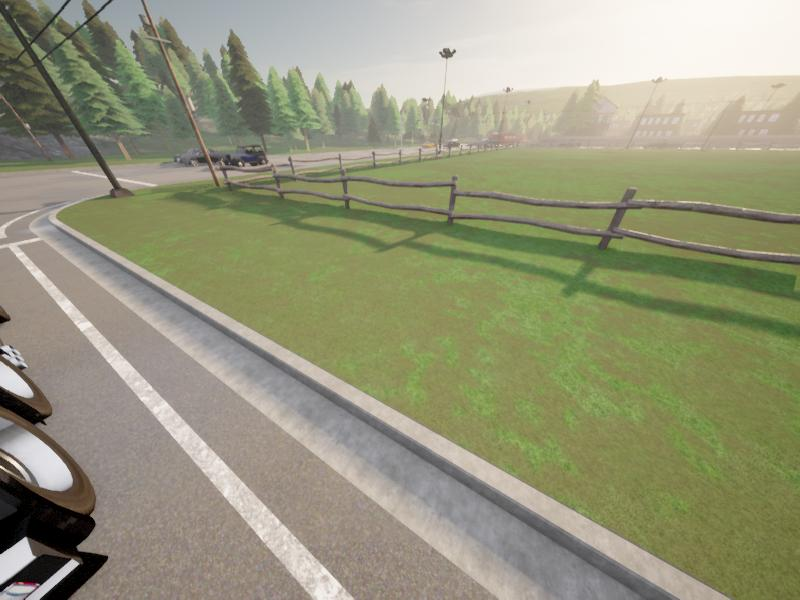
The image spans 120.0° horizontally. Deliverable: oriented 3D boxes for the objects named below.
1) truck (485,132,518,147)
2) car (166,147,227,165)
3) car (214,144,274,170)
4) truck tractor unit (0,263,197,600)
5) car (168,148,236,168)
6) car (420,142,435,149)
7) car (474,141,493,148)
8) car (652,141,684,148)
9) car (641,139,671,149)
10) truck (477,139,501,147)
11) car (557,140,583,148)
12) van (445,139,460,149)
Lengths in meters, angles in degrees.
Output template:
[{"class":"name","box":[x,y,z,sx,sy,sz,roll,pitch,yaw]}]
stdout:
[{"class":"truck","box":[32.187,-51.228,73.609,8.468,3.827,2.891,4,35,6]},{"class":"car","box":[-23.432,-16.767,26.851,1.837,1.490,4.892,18,39,25]},{"class":"car","box":[-14.648,-13.652,21.975,1.905,1.878,3.866,18,39,24]},{"class":"truck tractor unit","box":[-5.113,-0.299,0.781,6.516,4.208,3.053,18,39,24]},{"class":"car","box":[-20.902,-15.277,24.684,2.128,1.511,4.902,18,39,24]},{"class":"car","box":[7.564,-42.660,63.572,1.882,1.535,5.008,22,41,28]},{"class":"car","box":[23.309,-43.380,64.467,4.611,1.667,2.242,-23,41,-29]},{"class":"car","box":[66.431,-38.667,57.412,4.792,1.488,2.163,18,39,25]},{"class":"car","box":[58.399,-35.653,52.828,3.866,1.878,1.905,18,39,25]},{"class":"truck","box":[27.406,-48.589,71.385,6.274,2.098,2.390,-5,35,-6]},{"class":"car","box":[45.823,-42.060,62.297,5.238,1.638,1.930,18,39,25]},{"class":"van","box":[13.926,-41.074,60.814,2.069,2.038,4.480,21,40,28]}]
